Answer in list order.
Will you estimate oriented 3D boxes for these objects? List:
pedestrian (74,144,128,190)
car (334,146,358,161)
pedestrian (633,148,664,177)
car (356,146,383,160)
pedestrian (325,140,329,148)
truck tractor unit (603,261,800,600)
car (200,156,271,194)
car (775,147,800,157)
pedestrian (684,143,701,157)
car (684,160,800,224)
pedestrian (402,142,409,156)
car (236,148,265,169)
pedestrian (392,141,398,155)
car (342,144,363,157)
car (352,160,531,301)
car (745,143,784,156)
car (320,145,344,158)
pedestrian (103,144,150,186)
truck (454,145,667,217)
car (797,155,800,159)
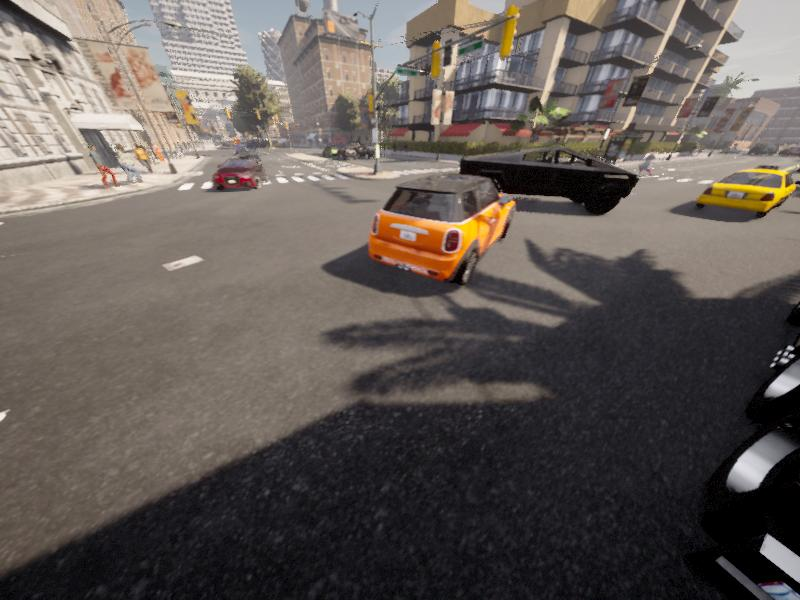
[{"bbox_3d":[-14.525,-6.484,11.275,0.751,1.860,0.751,20,40,26],"label":"pedestrian"},{"bbox_3d":[-7.153,-19.506,30.654,1.789,1.549,3.705,-19,39,-25],"label":"car"},{"bbox_3d":[18.773,-10.411,17.487,0.751,1.860,0.751,-18,39,-25],"label":"pedestrian"},{"bbox_3d":[-4.395,-20.730,32.494,1.837,1.490,4.892,-19,39,-25],"label":"car"},{"bbox_3d":[-21.819,-46.571,68.891,0.751,1.860,0.751,-16,38,-22],"label":"pedestrian"},{"bbox_3d":[5.102,-0.309,0.796,6.516,4.208,3.053,-18,39,-24],"label":"truck tractor unit"},{"bbox_3d":[-8.982,-7.226,13.128,1.994,1.385,4.181,-9,36,-13],"label":"car"},{"bbox_3d":[76.303,-28.865,45.006,1.994,1.385,4.181,23,41,29],"label":"car"},{"bbox_3d":[47.555,-24.355,37.540,0.751,1.860,0.751,-17,39,-24],"label":"pedestrian"},{"bbox_3d":[14.031,-4.469,9.186,5.366,1.575,1.801,-18,39,-24],"label":"car"},{"bbox_3d":[0.845,-23.737,36.236,0.751,1.860,0.751,-20,40,-27],"label":"pedestrian"},{"bbox_3d":[-15.019,-14.225,23.038,1.837,1.490,4.892,-19,39,-25],"label":"car"},{"bbox_3d":[-0.855,-24.952,37.970,0.751,1.860,0.751,-16,38,-22],"label":"pedestrian"},{"bbox_3d":[-7.647,-23.911,36.943,1.851,1.617,3.988,-19,39,-25],"label":"car"},{"bbox_3d":[1.322,-2.116,5.498,2.097,1.767,4.553,21,40,27],"label":"car"},{"bbox_3d":[73.894,-30.624,46.947,2.150,2.045,5.566,23,41,29],"label":"car"},{"bbox_3d":[-10.322,-22.538,35.013,2.007,1.525,4.514,-19,39,-25],"label":"car"},{"bbox_3d":[-14.430,-7.146,12.227,0.751,1.860,0.751,22,40,28],"label":"pedestrian"},{"bbox_3d":[5.658,-5.028,9.459,6.274,2.098,2.390,9,36,13],"label":"truck"},{"bbox_3d":[69.463,-24.387,38.375,2.242,1.667,4.611,29,44,35],"label":"car"}]
